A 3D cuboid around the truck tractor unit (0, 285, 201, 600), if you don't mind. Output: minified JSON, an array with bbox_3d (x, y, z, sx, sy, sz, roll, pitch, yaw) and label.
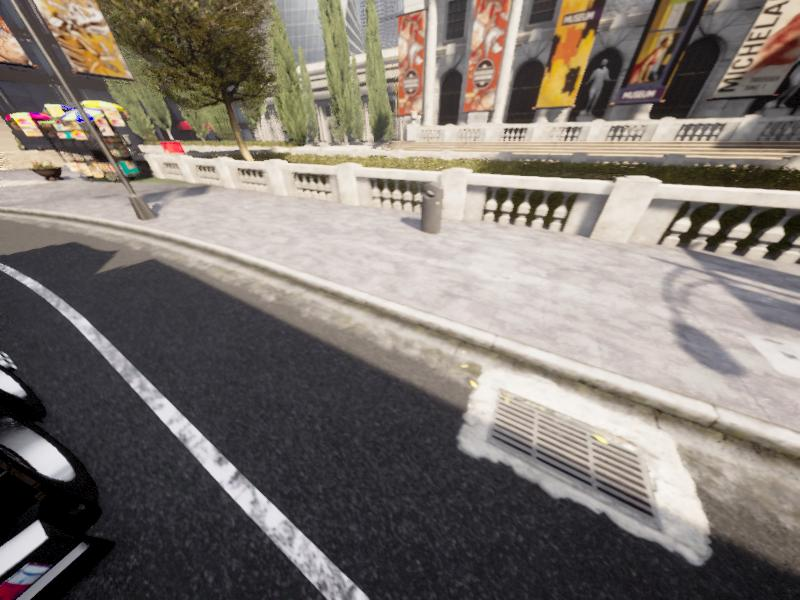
[{"bbox_3d":[-5.150,-0.260,0.724,6.516,4.208,3.053,17,39,22],"label":"truck tractor unit"}]
